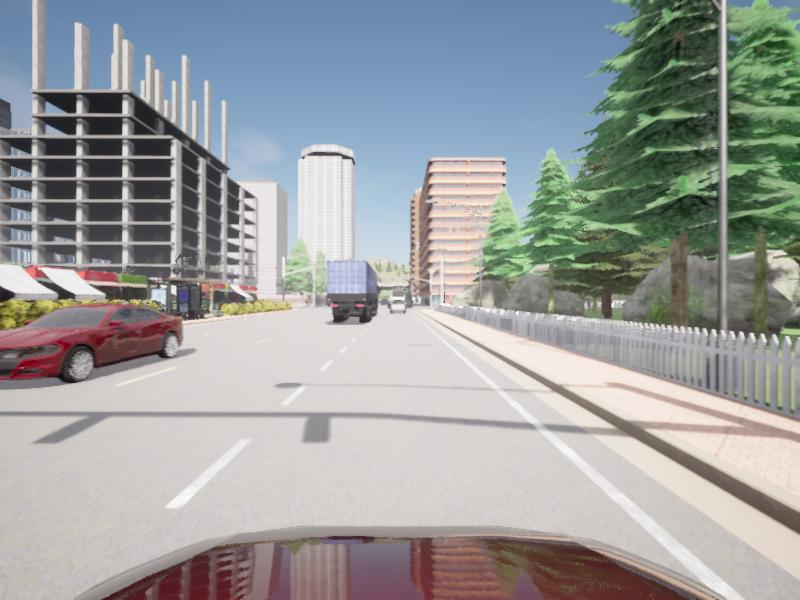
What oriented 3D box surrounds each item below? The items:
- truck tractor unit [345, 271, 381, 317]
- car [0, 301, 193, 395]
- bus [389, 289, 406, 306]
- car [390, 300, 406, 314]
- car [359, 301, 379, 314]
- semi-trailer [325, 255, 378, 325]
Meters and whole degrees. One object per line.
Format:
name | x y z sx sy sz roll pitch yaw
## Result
truck tractor unit | -3.540 -0.520 40.241 3.053 4.208 6.516 1 0 -1
car | -7.020 0.821 9.256 1.882 1.535 5.008 0 0 0
bus | -0.632 -0.561 101.640 3.944 4.253 10.273 0 0 0
car | -0.220 0.775 46.942 1.851 1.617 3.988 0 0 0
car | -3.732 0.823 49.023 2.128 1.511 4.902 0 0 0
semi-trailer | -3.450 -0.632 32.312 2.717 4.402 14.254 0 0 -1
